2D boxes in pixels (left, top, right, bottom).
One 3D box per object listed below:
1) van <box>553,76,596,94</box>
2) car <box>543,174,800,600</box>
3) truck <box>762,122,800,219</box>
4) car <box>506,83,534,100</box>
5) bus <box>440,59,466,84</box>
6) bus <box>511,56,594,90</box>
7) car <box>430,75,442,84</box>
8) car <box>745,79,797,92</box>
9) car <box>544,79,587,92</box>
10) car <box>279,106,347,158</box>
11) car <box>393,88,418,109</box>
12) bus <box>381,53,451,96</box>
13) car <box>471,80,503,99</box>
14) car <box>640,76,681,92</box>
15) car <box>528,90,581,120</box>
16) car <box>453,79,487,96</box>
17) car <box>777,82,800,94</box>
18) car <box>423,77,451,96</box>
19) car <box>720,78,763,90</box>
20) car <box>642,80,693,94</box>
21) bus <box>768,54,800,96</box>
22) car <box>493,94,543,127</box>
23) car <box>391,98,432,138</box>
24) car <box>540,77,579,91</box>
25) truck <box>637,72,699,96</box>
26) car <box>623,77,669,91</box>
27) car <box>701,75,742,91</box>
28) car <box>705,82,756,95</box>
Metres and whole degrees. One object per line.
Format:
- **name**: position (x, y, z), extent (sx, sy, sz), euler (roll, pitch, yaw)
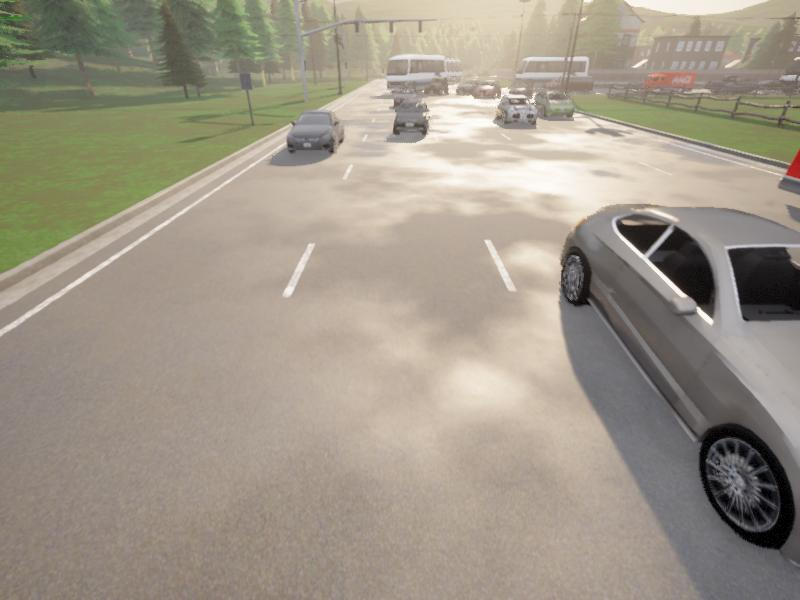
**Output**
- **van**: position (22.536, -27.845, 51.714), extent (4.442, 1.987, 1.775), euler (-1, 30, -2)
- **car**: position (3.511, 0.093, 4.250), extent (2.152, 1.651, 5.027), euler (0, 30, 0)
- **truck**: position (10.521, -2.190, 7.323), extent (2.627, 2.467, 5.204), euler (0, 30, 0)
- **car**: position (13.181, -22.896, 43.847), extent (1.994, 1.385, 4.181), euler (14, 33, 23)
- **bus**: position (10.744, -47.504, 83.102), extent (3.944, 4.253, 10.273), euler (0, 30, 0)
- **bus**: position (22.655, -34.094, 60.160), extent (10.273, 4.253, 3.944), euler (-1, 30, -2)
- **car**: position (7.113, -43.550, 78.984), extent (1.801, 1.575, 5.366), euler (0, 30, 0)
- **car**: position (51.036, -29.567, 55.132), extent (5.008, 1.535, 1.882), euler (0, 30, 0)
- **car**: position (22.660, -29.382, 54.844), extent (4.792, 1.488, 2.163), euler (-1, 30, -2)
- **car**: position (-3.470, -7.208, 16.911), extent (1.812, 1.442, 4.674), euler (0, 30, 0)
- **car**: position (0.500, -17.375, 34.385), extent (1.994, 1.385, 4.181), euler (1, 30, 2)
- **bus**: position (2.229, -28.404, 50.399), extent (3.944, 4.253, 10.273), euler (17, 34, 29)
- **car**: position (9.629, -23.145, 43.972), extent (2.242, 1.667, 4.611), euler (13, 32, 21)
- **car**: position (35.711, -29.684, 54.965), extent (3.866, 1.878, 1.905), euler (0, 30, 0)
- **car**: position (10.672, -13.729, 28.002), extent (2.007, 1.525, 4.514), euler (1, 30, 1)
- **car**: position (8.562, -26.004, 48.861), extent (2.242, 1.667, 4.611), euler (19, 35, 30)
- **car**: position (52.606, -27.700, 52.179), extent (4.718, 1.301, 1.895), euler (0, 30, 0)
- **car**: position (4.483, -25.641, 48.019), extent (1.905, 1.878, 3.866), euler (15, 33, 24)
- **car**: position (52.178, -33.096, 61.184), extent (4.514, 1.525, 2.007), euler (0, 30, 0)
- **car**: position (34.689, -27.749, 52.034), extent (4.902, 1.511, 2.128), euler (0, 30, 0)
- **bus**: position (52.176, -27.145, 48.306), extent (10.273, 4.253, 3.944), euler (0, 30, 0)
- **car**: position (7.116, -11.670, 24.524), extent (1.970, 1.475, 3.806), euler (1, 30, 1)
- **car**: position (0.681, -9.518, 20.769), extent (1.789, 1.549, 3.705), euler (3, 30, 5)
- **car**: position (23.017, -31.265, 57.878), extent (4.611, 1.667, 2.242), euler (-1, 30, -2)
- **truck**: position (32.559, -26.396, 48.758), extent (5.204, 2.467, 2.627), euler (0, 30, 0)
- **car**: position (35.696, -31.343, 58.072), extent (5.027, 1.651, 2.152), euler (0, 30, -1)
- **car**: position (46.584, -31.475, 58.042), extent (3.866, 1.878, 1.905), euler (0, 30, 0)
- **car**: position (40.481, -25.937, 49.078), extent (4.181, 1.385, 1.994), euler (0, 30, 0)
